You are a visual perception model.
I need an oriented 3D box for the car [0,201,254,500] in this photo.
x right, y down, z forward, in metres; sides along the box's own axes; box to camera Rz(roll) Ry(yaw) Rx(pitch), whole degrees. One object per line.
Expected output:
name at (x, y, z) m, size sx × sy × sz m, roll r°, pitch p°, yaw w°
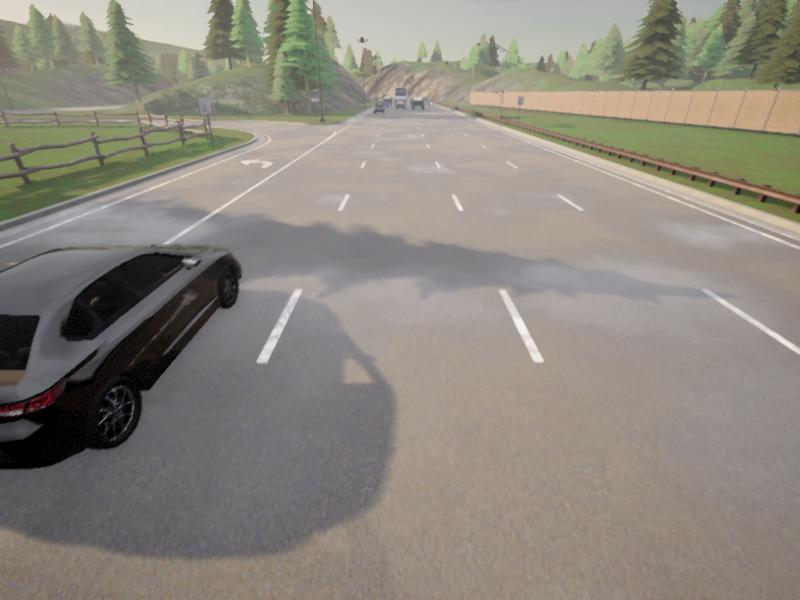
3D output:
car at (-3.491, 0.045, 4.855) m, size 1.816 × 1.474 × 4.193 m, roll 0°, pitch 27°, yaw 0°

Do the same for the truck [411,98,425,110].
truck at (3.620, -39.999, 81.413) m, size 2.390 × 2.098 × 6.274 m, roll 0°, pitch 27°, yaw 0°

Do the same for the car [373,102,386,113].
car at (-3.398, -32.395, 67.348) m, size 1.851 × 1.617 × 3.988 m, roll 0°, pitch 27°, yaw 0°

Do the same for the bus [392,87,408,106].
bus at (0.097, -51.853, 101.913) m, size 3.944 × 4.253 × 10.273 m, roll 0°, pitch 27°, yaw 0°
